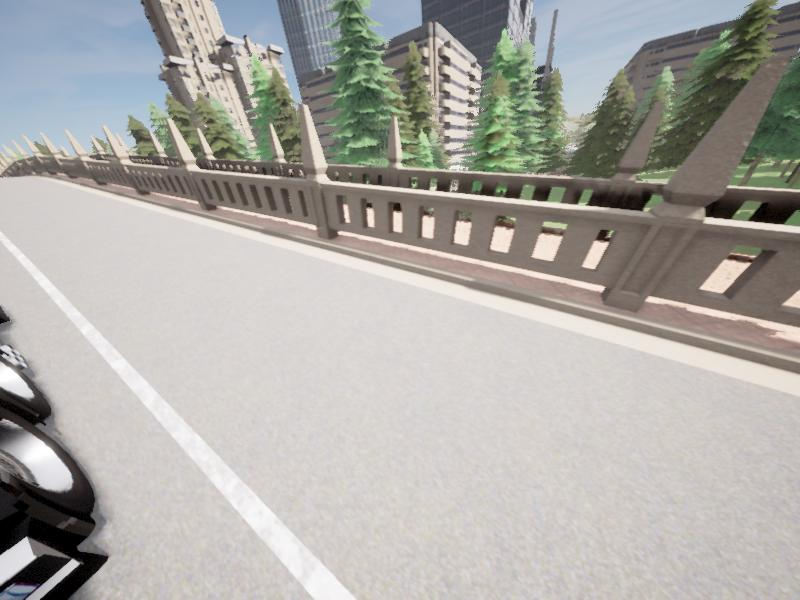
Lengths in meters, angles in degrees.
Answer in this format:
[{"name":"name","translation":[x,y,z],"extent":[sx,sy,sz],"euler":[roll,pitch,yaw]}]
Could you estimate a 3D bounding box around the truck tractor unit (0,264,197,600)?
[{"name":"truck tractor unit","translation":[-5.110,-0.301,0.779],"extent":[6.516,4.208,3.053],"euler":[18,39,24]}]
